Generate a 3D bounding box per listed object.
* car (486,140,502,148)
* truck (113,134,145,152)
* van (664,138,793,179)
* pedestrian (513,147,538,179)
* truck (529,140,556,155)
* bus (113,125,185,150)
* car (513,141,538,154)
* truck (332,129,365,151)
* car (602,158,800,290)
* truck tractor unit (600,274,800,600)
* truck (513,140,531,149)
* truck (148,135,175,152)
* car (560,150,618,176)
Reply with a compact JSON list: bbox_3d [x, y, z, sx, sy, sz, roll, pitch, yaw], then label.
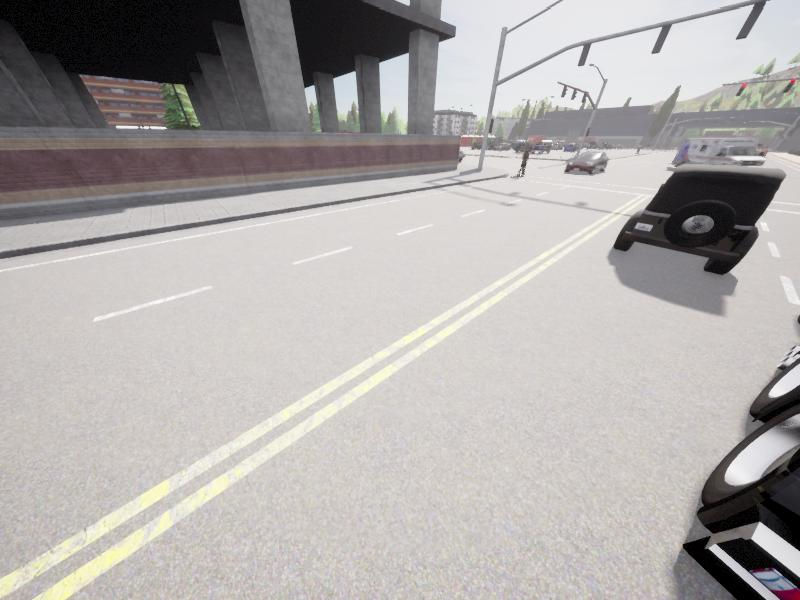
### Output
[{"bbox_3d":[26.860,-44.549,66.110,4.605,1.855,1.932,-26,42,-32],"label":"car"},{"bbox_3d":[-47.581,-27.632,40.703,2.615,2.467,5.204,-26,42,-32],"label":"truck"},{"bbox_3d":[25.604,-11.602,18.664,2.351,2.431,6.366,8,36,13],"label":"van"},{"bbox_3d":[8.677,-9.526,16.039,0.751,1.860,0.751,-6,35,-9],"label":"pedestrian"},{"bbox_3d":[25.012,-26.875,40.618,4.478,2.038,2.069,-26,42,-32],"label":"truck"},{"bbox_3d":[-57.601,-37.603,53.610,10.273,4.253,3.944,-26,42,-32],"label":"bus"},{"bbox_3d":[23.094,-28.047,42.445,4.605,1.855,1.932,-26,42,-32],"label":"car"},{"bbox_3d":[-11.435,-35.504,51.295,2.891,3.827,8.468,-26,43,-32],"label":"truck"},{"bbox_3d":[6.876,-2.077,5.369,3.866,1.878,1.905,-26,43,-32],"label":"car"},{"bbox_3d":[5.128,-0.284,0.757,6.516,4.208,3.053,-18,39,-23],"label":"truck tractor unit"},{"bbox_3d":[32.196,-41.026,60.947,4.478,2.038,2.069,-26,42,-32],"label":"truck"},{"bbox_3d":[-44.287,-29.210,42.992,2.615,2.467,5.204,-26,42,-32],"label":"truck"},{"bbox_3d":[15.636,-11.405,19.111,4.792,1.488,2.163,-26,43,-32],"label":"car"}]
